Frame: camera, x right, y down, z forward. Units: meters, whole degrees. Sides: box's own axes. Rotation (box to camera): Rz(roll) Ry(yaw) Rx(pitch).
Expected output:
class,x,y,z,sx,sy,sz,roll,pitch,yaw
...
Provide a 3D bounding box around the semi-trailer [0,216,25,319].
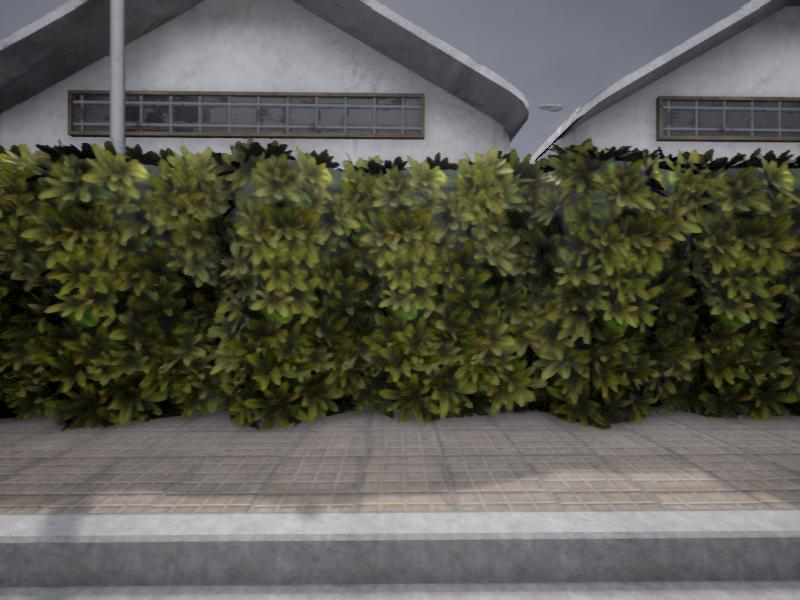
class,x,y,z,sx,sy,sz,roll,pitch,yaw
semi-trailer,-18.406,-1.398,11.168,2.717,4.402,14.254,0,0,-1
